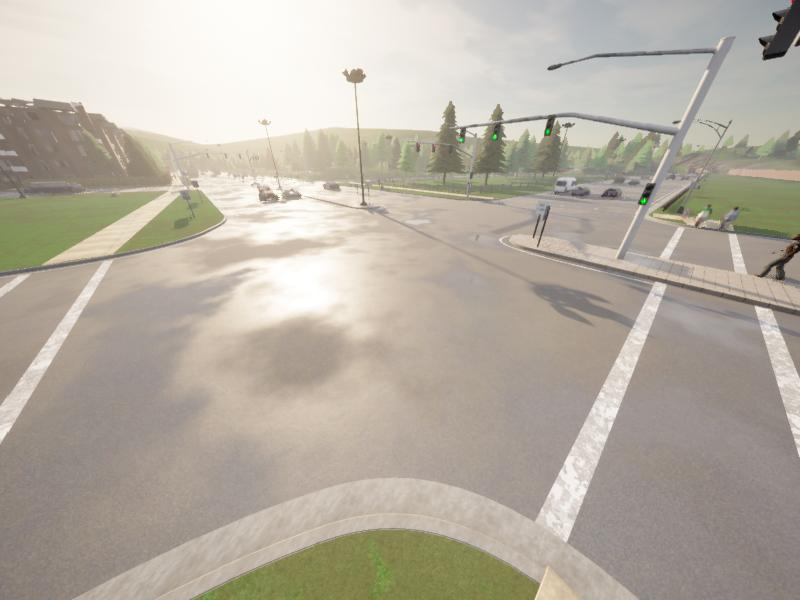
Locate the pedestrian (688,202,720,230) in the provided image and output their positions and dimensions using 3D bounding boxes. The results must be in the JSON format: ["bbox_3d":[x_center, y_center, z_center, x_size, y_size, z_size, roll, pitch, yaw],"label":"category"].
[{"bbox_3d":[22.875,-6.333,17.425,0.751,1.860,0.751,-21,36,-32],"label":"pedestrian"}]

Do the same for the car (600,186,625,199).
[{"bbox_3d":[32.970,-16.703,35.821,4.193,1.474,1.816,-23,37,-34],"label":"car"}]

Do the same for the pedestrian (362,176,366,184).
[{"bbox_3d":[-9.436,-31.448,60.621,0.751,1.860,0.751,-20,36,-31],"label":"pedestrian"}]

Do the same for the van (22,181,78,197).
[{"bbox_3d":[-58.193,-18.602,38.600,4.442,1.987,1.775,-23,37,-34],"label":"van"}]

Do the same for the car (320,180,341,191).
[{"bbox_3d":[-14.547,-24.047,48.375,1.930,1.638,5.238,-22,37,-34],"label":"car"}]

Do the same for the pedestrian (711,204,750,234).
[{"bbox_3d":[23.422,-5.747,16.412,0.751,1.860,0.751,23,37,34],"label":"pedestrian"}]

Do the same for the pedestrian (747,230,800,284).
[{"bbox_3d":[15.050,-1.675,9.053,0.751,1.860,0.751,-12,32,-19],"label":"pedestrian"}]

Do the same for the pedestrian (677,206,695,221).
[{"bbox_3d":[24.263,-7.320,19.591,0.500,1.100,0.500,22,36,33],"label":"pedestrian"}]

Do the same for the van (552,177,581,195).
[{"bbox_3d":[29.570,-20.305,40.997,5.915,2.561,1.988,-23,37,-34],"label":"van"}]

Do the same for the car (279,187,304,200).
[{"bbox_3d":[-16.359,-16.005,34.717,1.994,1.385,4.181,-22,37,-34],"label":"car"}]

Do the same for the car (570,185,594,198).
[{"bbox_3d":[29.117,-17.386,36.951,3.633,1.501,1.845,-23,37,-34],"label":"car"}]

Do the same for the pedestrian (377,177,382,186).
[{"bbox_3d":[-4.823,-28.196,54.989,0.751,1.860,0.751,-20,35,-30],"label":"pedestrian"}]

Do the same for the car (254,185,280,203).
[{"bbox_3d":[-18.407,-14.724,31.975,1.905,1.878,3.866,-22,37,-34],"label":"car"}]

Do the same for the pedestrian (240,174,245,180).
[{"bbox_3d":[-53.441,-41.813,78.574,0.751,1.860,0.751,25,38,36],"label":"pedestrian"}]
